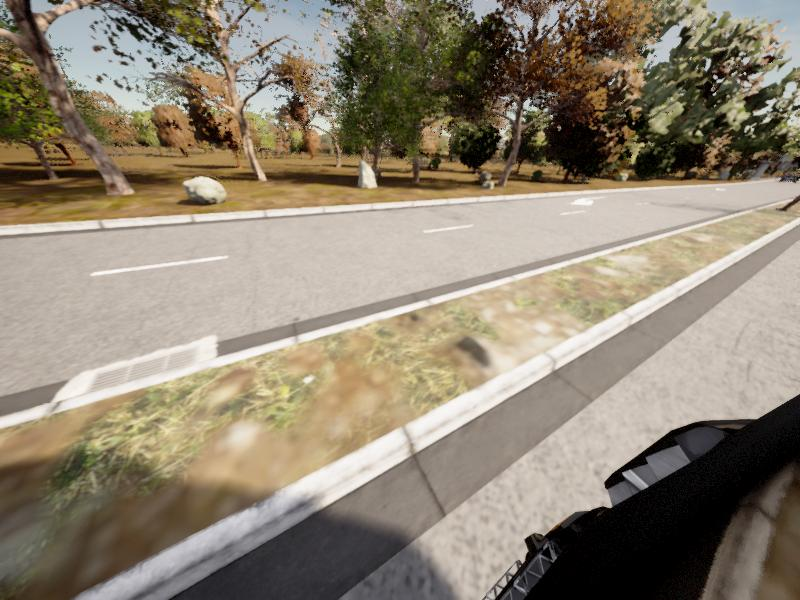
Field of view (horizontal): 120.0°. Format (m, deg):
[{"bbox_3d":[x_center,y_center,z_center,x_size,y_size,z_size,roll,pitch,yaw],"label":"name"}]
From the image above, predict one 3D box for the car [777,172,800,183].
[{"bbox_3d":[70.408,-22.004,41.554,3.705,1.549,1.789,-15,38,-24],"label":"car"}]
